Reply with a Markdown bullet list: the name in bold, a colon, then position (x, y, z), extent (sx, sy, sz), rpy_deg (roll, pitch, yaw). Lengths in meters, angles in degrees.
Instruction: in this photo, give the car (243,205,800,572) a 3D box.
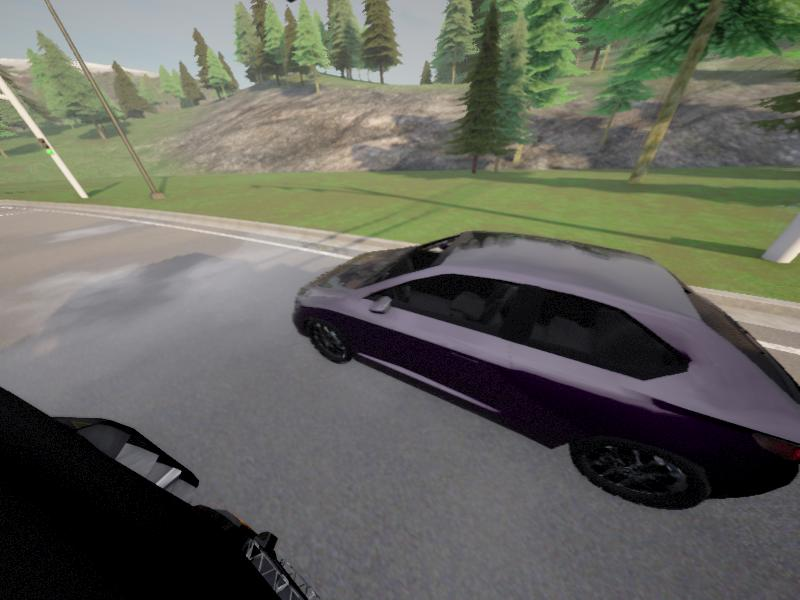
- **car**: position (0.696, 0.061, 2.525), extent (4.193, 1.474, 1.816), rpy_deg (16, 37, 25)
